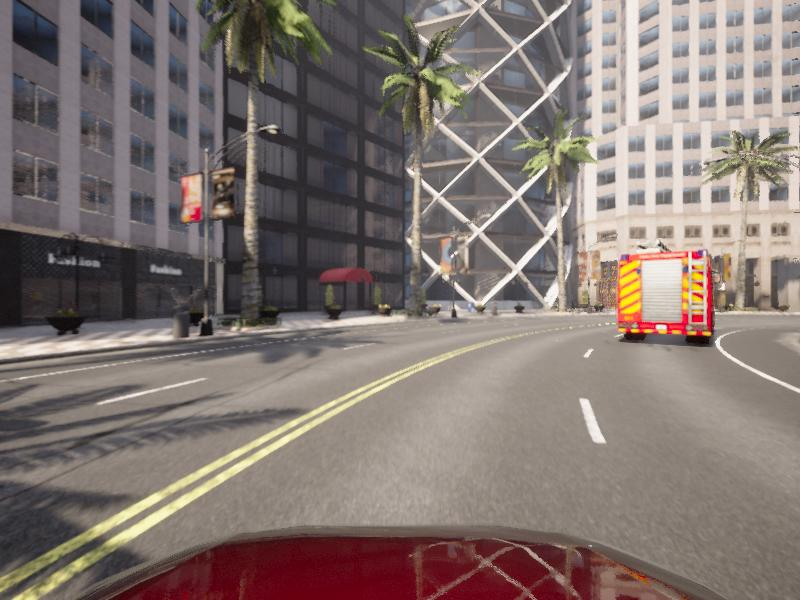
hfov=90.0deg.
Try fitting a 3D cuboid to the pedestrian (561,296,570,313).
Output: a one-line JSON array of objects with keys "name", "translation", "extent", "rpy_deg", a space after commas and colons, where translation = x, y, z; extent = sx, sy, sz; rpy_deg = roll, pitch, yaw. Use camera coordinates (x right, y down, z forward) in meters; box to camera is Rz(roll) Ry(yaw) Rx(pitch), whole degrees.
[{"name": "pedestrian", "translation": [18.476, 0.498, 44.646], "extent": [0.751, 1.860, 0.751], "rpy_deg": [0, 0, 1]}]

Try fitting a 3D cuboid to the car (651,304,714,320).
[{"name": "car", "translation": [23.787, 0.966, 33.708], "extent": [4.718, 1.301, 1.895], "rpy_deg": [0, 0, -17]}]

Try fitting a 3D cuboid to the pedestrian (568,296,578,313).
[{"name": "pedestrian", "translation": [19.509, 0.499, 45.085], "extent": [0.751, 1.860, 0.751], "rpy_deg": [0, 0, -11]}]

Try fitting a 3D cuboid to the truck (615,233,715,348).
[{"name": "truck", "translation": [11.934, -0.310, 17.564], "extent": [2.891, 3.827, 8.468], "rpy_deg": [0, 0, 39]}]
